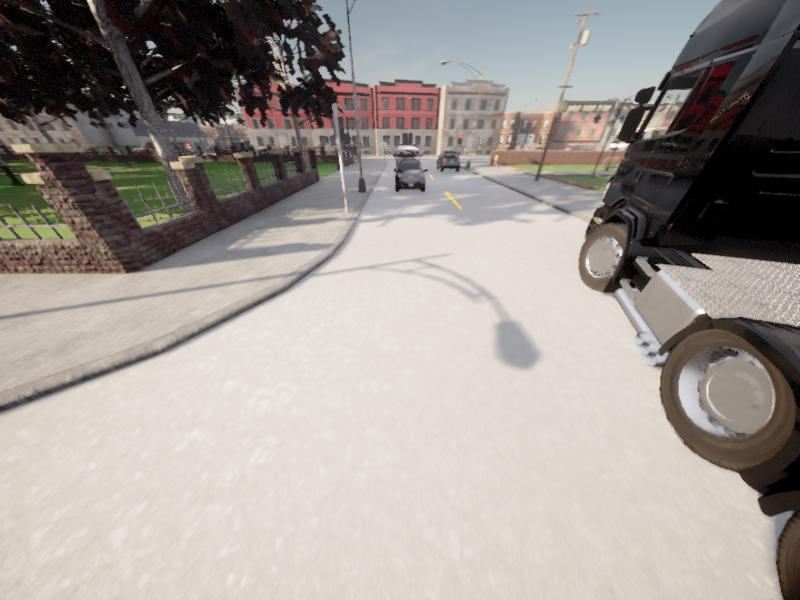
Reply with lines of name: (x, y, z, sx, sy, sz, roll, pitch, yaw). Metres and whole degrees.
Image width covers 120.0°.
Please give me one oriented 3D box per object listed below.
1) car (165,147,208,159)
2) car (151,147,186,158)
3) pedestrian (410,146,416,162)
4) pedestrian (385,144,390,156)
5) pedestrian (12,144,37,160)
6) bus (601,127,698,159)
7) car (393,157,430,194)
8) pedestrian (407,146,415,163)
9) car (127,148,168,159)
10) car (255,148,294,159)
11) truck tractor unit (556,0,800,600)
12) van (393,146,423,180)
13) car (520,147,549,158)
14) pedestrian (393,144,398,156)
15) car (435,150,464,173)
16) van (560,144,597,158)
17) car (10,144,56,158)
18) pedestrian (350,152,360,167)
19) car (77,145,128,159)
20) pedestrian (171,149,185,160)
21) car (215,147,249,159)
car: (-33.742, -23.276, 36.664, 4.514, 1.525, 2.007, 0, 34, 0)
car: (-39.916, -25.544, 39.963, 3.633, 1.501, 1.845, 0, 34, 0)
pedestrian: (1.727, -19.868, 31.387, 0.751, 1.860, 0.751, 4, 35, 6)
pedestrian: (-2.398, -28.576, 43.904, 0.751, 1.860, 0.751, -3, 35, -5)
pedestrian: (-52.885, -20.821, 32.541, 0.751, 1.860, 0.751, 0, 34, 0)
bus: (41.667, -26.520, 39.055, 10.273, 4.253, 3.944, 0, 34, 0)
car: (0.575, -7.274, 13.344, 1.845, 1.501, 3.633, 0, 34, 0)
pedestrian: (1.455, -19.119, 30.290, 0.751, 1.860, 0.751, 10, 36, 14)
car: (-39.966, -23.260, 36.679, 3.806, 1.475, 1.970, 0, 34, 0)
car: (-19.819, -23.250, 36.668, 4.892, 1.490, 1.837, 0, 34, -1)
truck tractor unit: (4.110, -0.779, 1.483, 3.053, 4.208, 6.516, 12, 36, 17)
van: (0.588, -10.995, 18.321, 2.069, 2.038, 4.480, 0, 34, 0)
car: (23.136, -25.492, 39.950, 3.633, 1.501, 1.845, 0, 34, 0)
pedestrian: (-0.804, -27.796, 42.767, 0.751, 1.860, 0.751, -7, 35, -10)
car: (4.591, -13.284, 22.050, 1.851, 1.617, 3.988, 0, 34, 0)
van: (30.671, -25.677, 39.821, 4.442, 1.987, 1.775, 0, 34, 0)
car: (-63.208, -25.706, 39.860, 3.866, 1.878, 1.905, 0, 34, 0)
pedestrian: (-4.676, -14.734, 24.203, 0.751, 1.300, 0.751, 0, 34, 0)
car: (-46.944, -23.432, 36.568, 4.605, 1.855, 1.932, 0, 34, 0)
pedestrian: (-31.376, -20.568, 32.688, 0.751, 1.300, 0.751, 0, 34, 0)
car: (-26.551, -23.281, 36.654, 3.705, 1.549, 1.789, 0, 34, 0)
